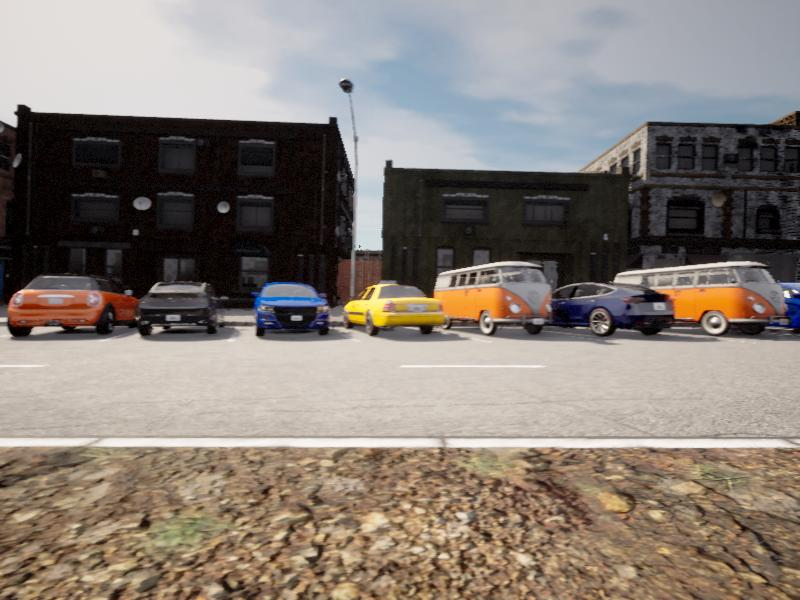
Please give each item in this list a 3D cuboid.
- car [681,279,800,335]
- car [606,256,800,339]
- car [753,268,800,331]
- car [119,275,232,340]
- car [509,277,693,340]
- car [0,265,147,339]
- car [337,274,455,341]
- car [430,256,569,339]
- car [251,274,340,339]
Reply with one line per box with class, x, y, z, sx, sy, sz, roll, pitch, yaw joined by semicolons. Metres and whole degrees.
car;11.671;0.214;12.020;2.097;1.535;5.008;1;-1;-19
car;8.706;-0.015;11.940;1.878;1.987;4.442;1;-1;-20
car;14.662;-0.035;12.015;2.435;2.045;5.566;0;-1;-19
car;-6.407;0.202;12.097;2.231;1.521;4.892;0;-1;-20
car;5.638;0.240;12.099;2.163;1.488;4.792;0;-1;-20
car;-9.427;0.072;12.066;2.185;1.767;4.553;0;-1;-21
car;-0.444;0.205;12.282;1.946;1.575;5.366;0;-1;-20
car;2.681;-0.019;11.988;1.878;1.987;4.442;1;-1;-20
car;-3.388;0.203;12.125;2.097;1.535;5.008;1;-1;-20
